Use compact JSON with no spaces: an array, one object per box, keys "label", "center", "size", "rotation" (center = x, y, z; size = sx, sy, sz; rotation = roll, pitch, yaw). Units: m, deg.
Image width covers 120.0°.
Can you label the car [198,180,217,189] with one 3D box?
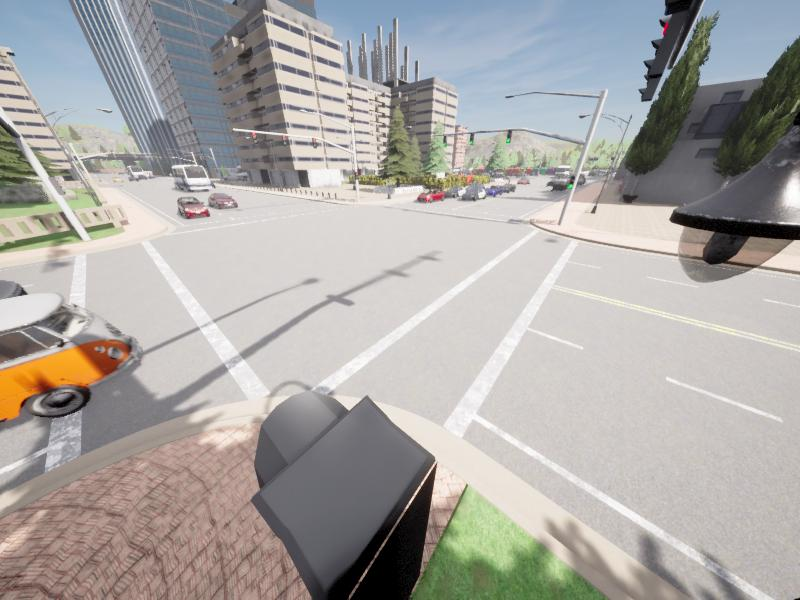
[{"label":"car","center":[-40.872,-24.541,49.037],"size":[4.193,1.474,1.816],"rotation":[23,37,34]}]

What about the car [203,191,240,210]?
[{"label":"car","center":[-20.100,-11.219,25.995],"size":[4.674,1.442,1.812],"rotation":[23,37,34]}]

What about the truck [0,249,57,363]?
[{"label":"truck","center":[-11.897,1.104,3.995],"size":[2.390,2.098,6.274],"rotation":[23,37,34]}]

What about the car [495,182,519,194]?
[{"label":"car","center":[18.843,-19.664,40.553],"size":[2.128,1.511,4.902],"rotation":[23,37,34]}]

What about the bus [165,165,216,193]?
[{"label":"bus","center":[-39.050,-22.611,42.918],"size":[10.273,4.253,3.944],"rotation":[23,37,34]}]

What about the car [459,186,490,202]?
[{"label":"car","center":[10.255,-14.559,31.692],"size":[2.038,1.542,4.974],"rotation":[23,37,34]}]

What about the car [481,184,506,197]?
[{"label":"car","center":[14.747,-17.231,36.324],"size":[2.007,1.525,4.514],"rotation":[23,37,34]}]

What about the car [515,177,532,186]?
[{"label":"car","center":[30.794,-29.510,57.583],"size":[2.242,1.667,4.611],"rotation":[23,37,34]}]

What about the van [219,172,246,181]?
[{"label":"van","center":[-54.541,-40.466,75.548],"size":[2.351,2.431,6.366],"rotation":[23,37,34]}]

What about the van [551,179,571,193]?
[{"label":"van","center":[29.402,-20.882,42.188],"size":[1.775,1.987,4.442],"rotation":[25,38,36]}]

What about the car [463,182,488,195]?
[{"label":"car","center":[12.734,-18.797,38.936],"size":[2.033,1.649,4.856],"rotation":[23,37,34]}]

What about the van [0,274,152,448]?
[{"label":"van","center":[-7.484,1.400,3.597],"size":[1.775,1.987,4.442],"rotation":[26,39,37]}]

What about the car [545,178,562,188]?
[{"label":"car","center":[34.474,-26.305,51.927],"size":[1.930,1.638,5.238],"rotation":[23,37,34]}]

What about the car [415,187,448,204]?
[{"label":"car","center":[4.201,-13.723,30.248],"size":[2.007,1.525,4.514],"rotation":[24,38,35]}]

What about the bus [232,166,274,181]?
[{"label":"bus","center":[-48.457,-42.037,76.444],"size":[3.944,4.253,10.273],"rotation":[23,37,34]}]

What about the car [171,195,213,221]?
[{"label":"car","center":[-19.080,-8.535,21.181],"size":[3.988,1.617,1.851],"rotation":[24,38,36]}]

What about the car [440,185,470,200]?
[{"label":"car","center":[8.260,-16.092,34.347],"size":[2.038,1.542,4.974],"rotation":[23,37,34]}]
